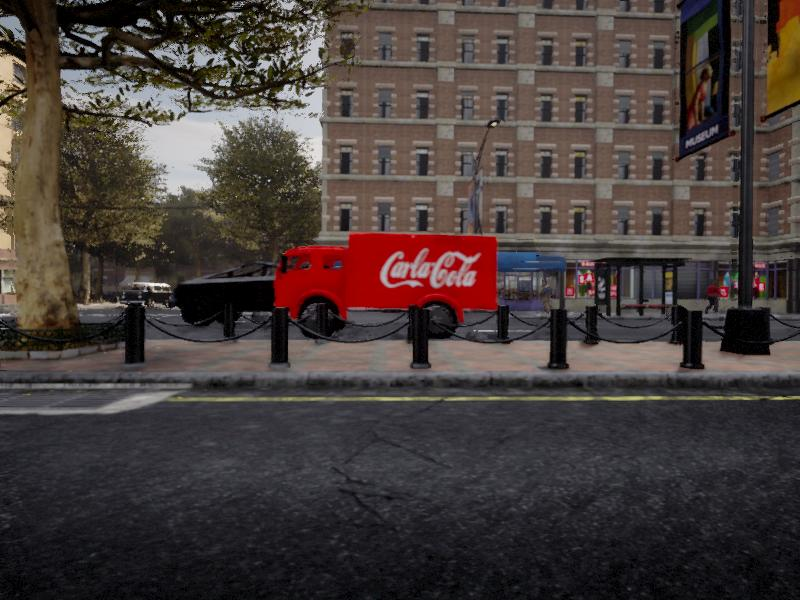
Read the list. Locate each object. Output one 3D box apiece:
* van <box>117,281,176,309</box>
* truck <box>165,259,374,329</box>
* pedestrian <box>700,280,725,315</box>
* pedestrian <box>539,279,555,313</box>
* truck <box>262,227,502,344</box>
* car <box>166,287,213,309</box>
[{"bbox_3d":[-20.278,-0.377,32.229,2.069,2.038,4.480,0,0,-3],"label":"van"},{"bbox_3d":[-4.050,-0.181,13.441,6.274,2.098,2.390,0,0,-2],"label":"truck"},{"bbox_3d":[16.762,-0.148,21.475,0.751,1.860,0.751,0,0,-10],"label":"pedestrian"},{"bbox_3d":[8.218,-0.212,22.407,0.751,1.860,0.751,0,0,15],"label":"pedestrian"},{"bbox_3d":[-0.407,-0.312,10.027,5.204,2.467,2.627,1,0,-1],"label":"truck"},{"bbox_3d":[-16.765,-0.138,32.067,1.851,1.617,3.988,0,0,-3],"label":"car"}]
